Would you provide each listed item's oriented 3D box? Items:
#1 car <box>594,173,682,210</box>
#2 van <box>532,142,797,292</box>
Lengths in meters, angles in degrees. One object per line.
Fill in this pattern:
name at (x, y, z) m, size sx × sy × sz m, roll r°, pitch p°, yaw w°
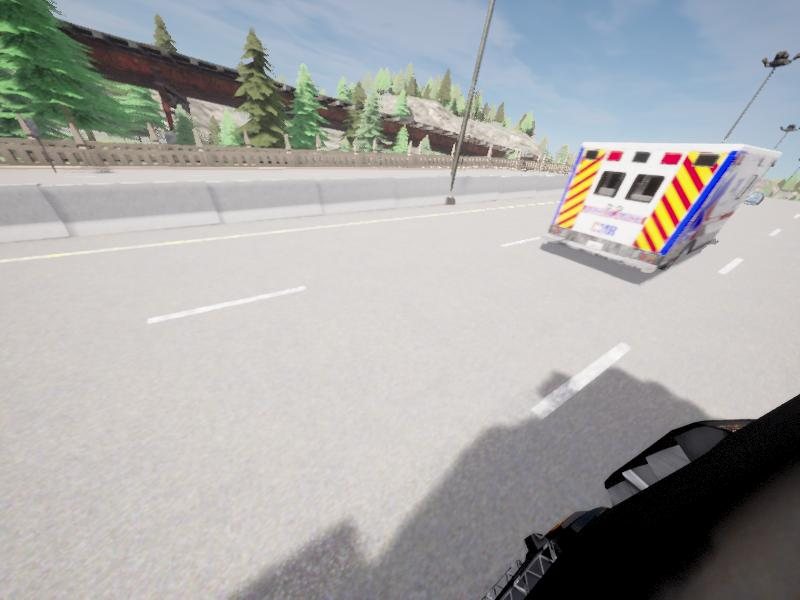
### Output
car at (13.330, -6.209, 12.991) m, size 3.806 × 1.475 × 1.970 m, roll -16°, pitch 38°, yaw -26°
van at (6.958, -2.549, 6.133) m, size 6.366 × 2.431 × 2.351 m, roll -16°, pitch 38°, yaw -26°
